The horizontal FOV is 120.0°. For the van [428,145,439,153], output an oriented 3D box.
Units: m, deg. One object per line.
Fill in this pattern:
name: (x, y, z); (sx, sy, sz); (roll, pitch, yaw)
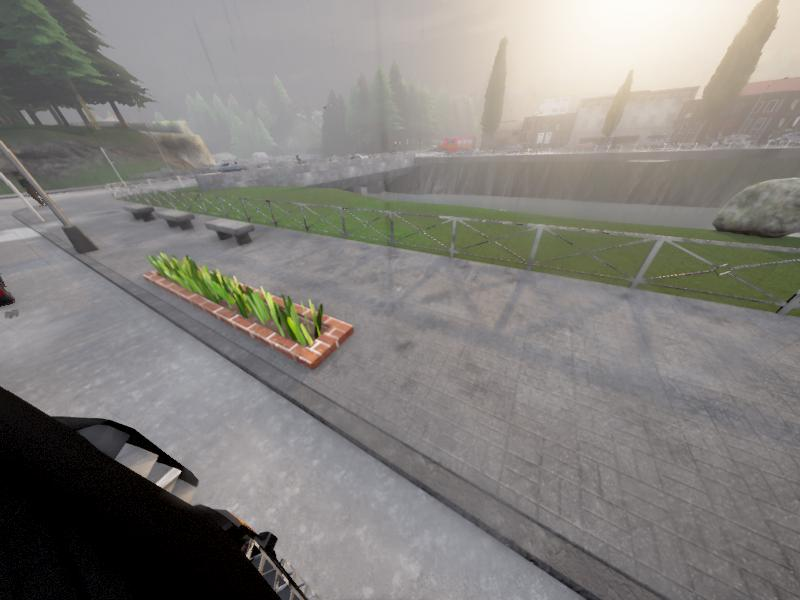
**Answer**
van: (11.161, -49.964, 76.480); (2.069, 2.038, 4.480); (16, 38, 26)

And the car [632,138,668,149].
car: (43.753, -27.459, 40.579); (3.806, 1.475, 1.970); (16, 38, 26)

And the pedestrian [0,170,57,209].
pedestrian: (-20.796, -6.207, 12.969); (0.751, 1.860, 0.751); (9, 35, 18)

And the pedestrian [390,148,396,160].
pedestrian: (-1.294, -27.283, 43.217); (0.751, 1.860, 0.751); (-29, 42, -34)

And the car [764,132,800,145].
car: (57.350, -23.595, 33.710); (3.806, 1.475, 1.970); (16, 38, 26)

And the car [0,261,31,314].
car: (-8.994, -0.535, 4.065); (3.633, 1.501, 1.845); (16, 38, 26)

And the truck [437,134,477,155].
truck: (13.497, -37.040, 55.220); (8.468, 3.827, 2.891); (16, 38, 26)

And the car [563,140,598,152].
car: (34.971, -30.016, 44.977); (5.027, 1.651, 2.152); (16, 38, 26)

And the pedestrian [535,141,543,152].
pedestrian: (28.171, -31.077, 46.840); (0.751, 1.860, 0.751); (17, 38, 27)

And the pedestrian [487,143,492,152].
pedestrian: (21.832, -37.271, 56.454); (0.751, 1.860, 0.751); (25, 42, 35)

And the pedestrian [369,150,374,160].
pedestrian: (-6.462, -33.058, 52.498); (0.751, 1.860, 0.751); (13, 37, 22)

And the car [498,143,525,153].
car: (24.245, -33.067, 50.397); (4.856, 1.649, 2.033); (16, 38, 26)

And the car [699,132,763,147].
car: (51.899, -25.214, 36.420); (5.238, 1.638, 1.930); (16, 38, 26)

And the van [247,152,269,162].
van: (-51.251, -51.796, 83.565); (1.988, 2.561, 5.915); (16, 38, 26)

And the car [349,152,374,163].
car: (-7.217, -27.069, 43.880); (2.038, 1.542, 4.974); (16, 38, 26)

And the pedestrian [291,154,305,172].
pedestrian: (-12.197, -16.453, 27.750); (0.751, 1.860, 0.751); (16, 38, 26)

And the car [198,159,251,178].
car: (-22.122, -16.747, 29.362); (2.242, 1.667, 4.611); (16, 38, 26)
